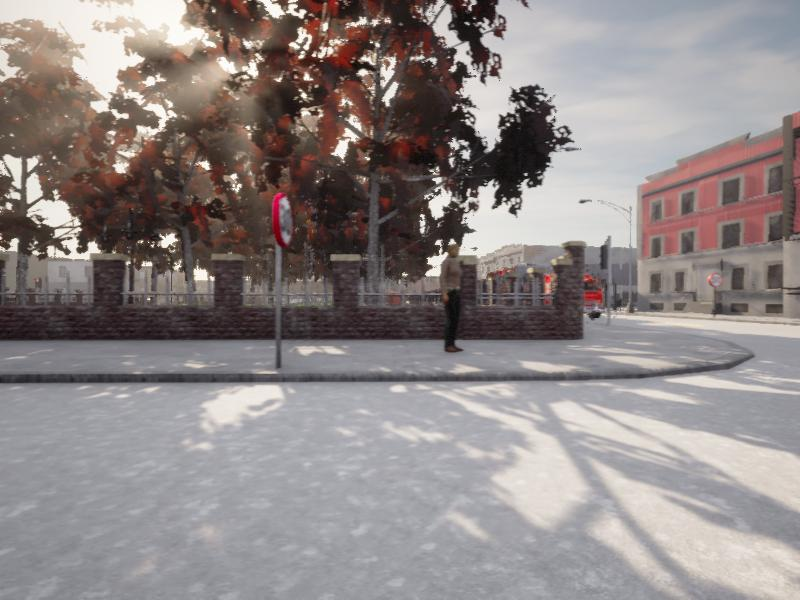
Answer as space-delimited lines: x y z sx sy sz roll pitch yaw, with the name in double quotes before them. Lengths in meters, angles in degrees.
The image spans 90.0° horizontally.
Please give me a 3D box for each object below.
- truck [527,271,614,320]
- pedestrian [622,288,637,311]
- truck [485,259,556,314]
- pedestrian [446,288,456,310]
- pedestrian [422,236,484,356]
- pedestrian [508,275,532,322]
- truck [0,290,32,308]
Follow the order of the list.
"truck" 9.469 -0.233 22.833 2.627 2.467 5.204 0 0 -2
"pedestrian" 18.319 -0.046 31.932 0.751 1.860 0.751 0 0 -6
"truck" 9.267 -0.912 31.991 2.891 3.827 8.468 0 0 -1
"pedestrian" 4.394 -0.065 34.673 0.751 1.860 0.751 0 0 15
"pedestrian" 0.891 -0.066 6.713 0.751 1.860 0.751 0 0 41
"pedestrian" 4.827 -0.062 16.119 0.751 1.860 0.751 0 0 -1
"truck" -47.155 -0.126 46.762 6.274 2.098 2.390 0 0 4
